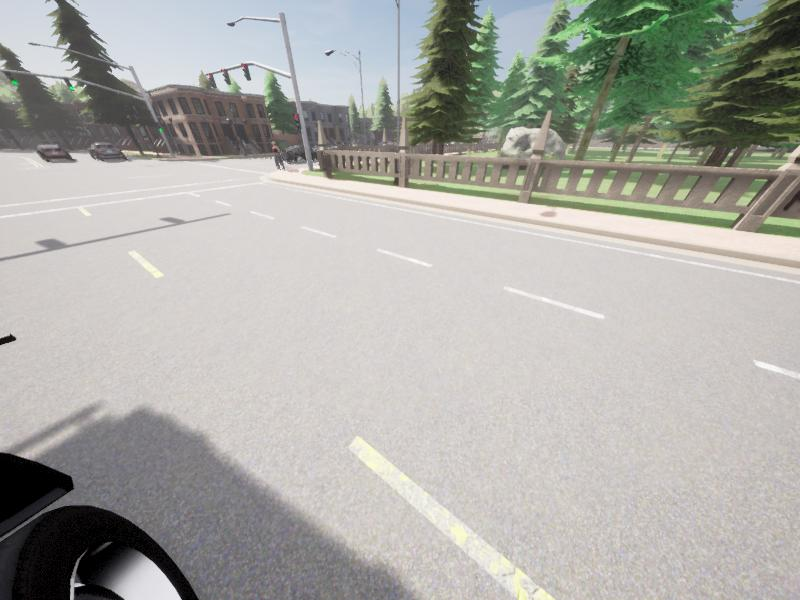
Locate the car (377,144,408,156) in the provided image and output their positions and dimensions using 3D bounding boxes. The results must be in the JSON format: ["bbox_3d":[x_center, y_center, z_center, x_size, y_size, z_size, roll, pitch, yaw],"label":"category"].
[{"bbox_3d":[-1.053,-23.737,36.393,2.033,1.411,5.357,22,41,28],"label":"car"}]

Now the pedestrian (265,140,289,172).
[{"bbox_3d":[-8.668,-10.132,16.310,0.751,1.860,0.751,8,36,10],"label":"pedestrian"}]

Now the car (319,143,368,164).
[{"bbox_3d":[-6.040,-16.247,25.509,1.930,1.638,5.238,22,41,28],"label":"car"}]

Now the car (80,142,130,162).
[{"bbox_3d":[-32.949,-16.617,25.811,4.611,1.667,2.242,22,41,27],"label":"car"}]

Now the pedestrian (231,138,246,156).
[{"bbox_3d":[-21.175,-20.056,30.307,0.751,1.860,0.751,21,40,26],"label":"pedestrian"}]

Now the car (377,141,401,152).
[{"bbox_3d":[-2.112,-29.999,45.112,1.801,1.575,5.366,22,41,28],"label":"car"}]

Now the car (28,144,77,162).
[{"bbox_3d":[-37.594,-15.953,24.994,4.792,1.488,2.163,22,40,27],"label":"car"}]

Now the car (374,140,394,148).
[{"bbox_3d":[-4.194,-39.837,58.933,4.856,1.649,2.033,24,41,29],"label":"car"}]

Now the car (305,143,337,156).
[{"bbox_3d":[-11.592,-22.177,34.028,1.970,1.475,3.806,22,41,28],"label":"car"}]

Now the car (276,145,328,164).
[{"bbox_3d":[-10.509,-16.040,25.312,1.837,1.490,4.892,22,41,28],"label":"car"}]

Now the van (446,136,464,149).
[{"bbox_3d":[14.061,-40.132,58.749,1.988,2.561,5.915,22,41,28],"label":"van"}]
